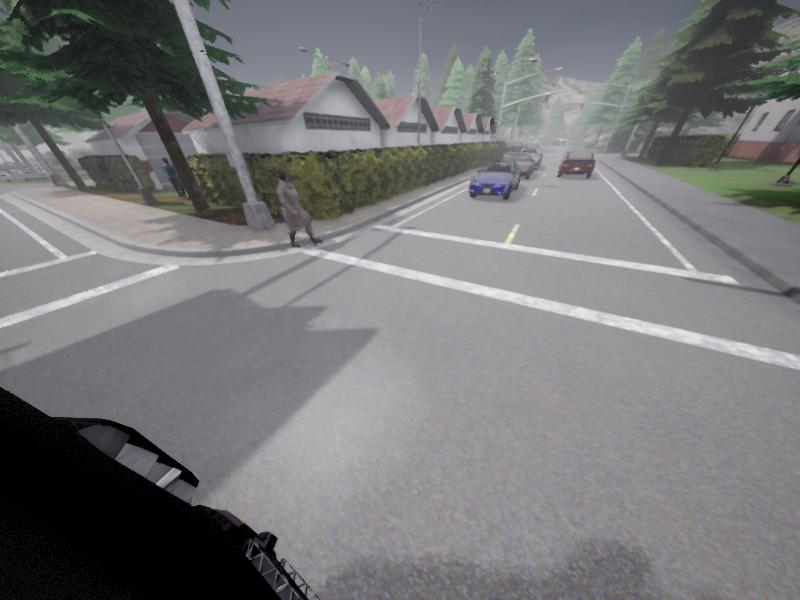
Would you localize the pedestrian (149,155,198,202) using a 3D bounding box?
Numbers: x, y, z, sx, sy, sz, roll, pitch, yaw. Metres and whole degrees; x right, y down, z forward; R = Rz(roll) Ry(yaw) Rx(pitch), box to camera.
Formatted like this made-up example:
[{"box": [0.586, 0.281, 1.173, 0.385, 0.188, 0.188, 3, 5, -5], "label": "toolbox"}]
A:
[{"box": [-10.658, -5.743, 10.926, 0.751, 1.860, 0.751, 17, 39, 26], "label": "pedestrian"}]

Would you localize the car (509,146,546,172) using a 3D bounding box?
[{"box": [11.591, -12.841, 20.912, 2.152, 1.651, 5.027, 17, 38, 25], "label": "car"}]

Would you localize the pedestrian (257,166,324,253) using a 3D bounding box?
[{"box": [-2.598, -2.207, 5.718, 0.751, 1.860, 0.751, 7, 35, 13], "label": "pedestrian"}]

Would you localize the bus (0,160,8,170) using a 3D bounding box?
[{"box": [-83.826, -26.215, 42.801, 3.944, 4.253, 10.273, 17, 39, 25], "label": "bus"}]

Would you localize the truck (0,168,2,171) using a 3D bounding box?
[{"box": [-77.985, -24.123, 39.828, 2.891, 3.827, 8.468, 17, 39, 25], "label": "truck"}]

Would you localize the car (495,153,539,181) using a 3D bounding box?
[{"box": [8.442, -9.580, 16.499, 1.994, 1.385, 4.181, 17, 39, 26], "label": "car"}]

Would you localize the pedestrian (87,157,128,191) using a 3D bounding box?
[{"box": [-18.917, -8.190, 14.993, 0.751, 1.860, 0.751, 18, 39, 26], "label": "pedestrian"}]

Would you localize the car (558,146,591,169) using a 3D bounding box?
[{"box": [16.045, -13.262, 21.392, 1.882, 1.535, 5.008, 17, 39, 25], "label": "car"}]

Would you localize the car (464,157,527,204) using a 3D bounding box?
[{"box": [4.779, -6.008, 11.334, 1.816, 1.474, 4.193, 17, 38, 25], "label": "car"}]

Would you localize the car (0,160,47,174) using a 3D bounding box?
[{"box": [-57.338, -20.134, 35.007, 1.789, 1.549, 3.705, 15, 38, 25], "label": "car"}]

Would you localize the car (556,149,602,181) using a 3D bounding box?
[{"box": [12.330, -9.589, 16.175, 1.882, 1.535, 5.008, 17, 38, 25], "label": "car"}]

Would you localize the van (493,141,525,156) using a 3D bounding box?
[{"box": [18.357, -25.667, 39.082, 4.442, 1.987, 1.775, 18, 39, 25], "label": "van"}]

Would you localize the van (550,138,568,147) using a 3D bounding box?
[{"box": [45.508, -44.987, 66.132, 2.069, 2.038, 4.480, 0, 34, 3], "label": "van"}]
